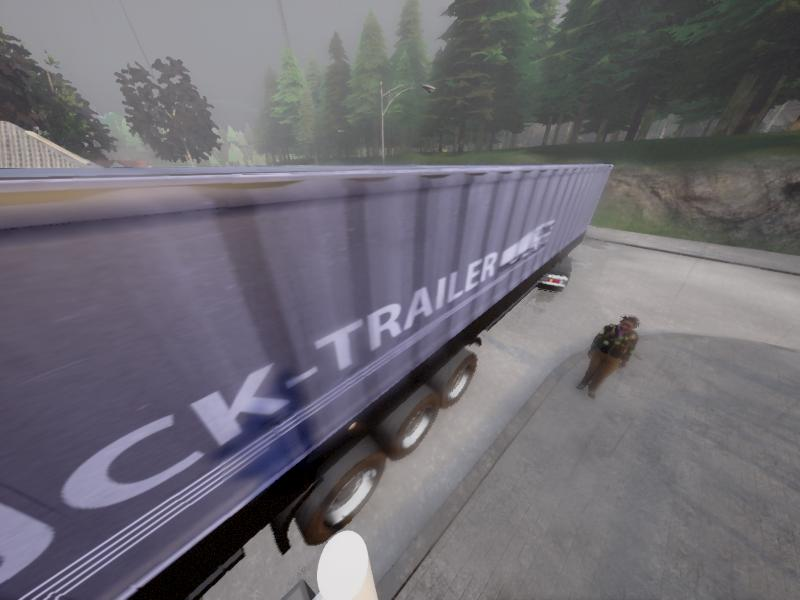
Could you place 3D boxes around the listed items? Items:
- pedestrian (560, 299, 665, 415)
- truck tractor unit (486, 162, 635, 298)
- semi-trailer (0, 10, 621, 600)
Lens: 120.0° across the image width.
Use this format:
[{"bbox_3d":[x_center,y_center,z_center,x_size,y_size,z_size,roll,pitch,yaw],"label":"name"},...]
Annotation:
[{"bbox_3d":[3.798,1.044,4.252,0.751,1.860,0.751,-25,39,-37],"label":"pedestrian"},{"bbox_3d":[6.279,-3.692,10.371,3.053,4.208,6.516,14,33,21],"label":"truck tractor unit"},{"bbox_3d":[1.227,-0.784,5.135,2.717,4.402,14.254,27,39,37],"label":"semi-trailer"}]
